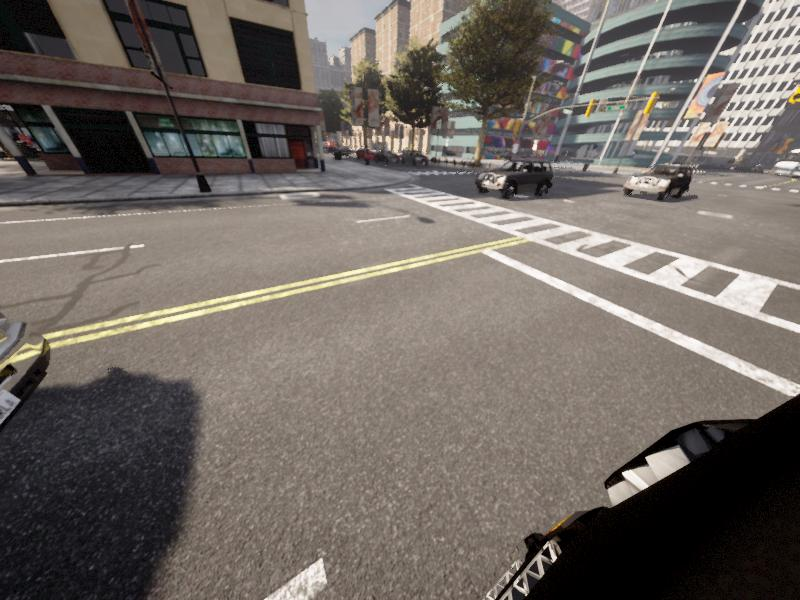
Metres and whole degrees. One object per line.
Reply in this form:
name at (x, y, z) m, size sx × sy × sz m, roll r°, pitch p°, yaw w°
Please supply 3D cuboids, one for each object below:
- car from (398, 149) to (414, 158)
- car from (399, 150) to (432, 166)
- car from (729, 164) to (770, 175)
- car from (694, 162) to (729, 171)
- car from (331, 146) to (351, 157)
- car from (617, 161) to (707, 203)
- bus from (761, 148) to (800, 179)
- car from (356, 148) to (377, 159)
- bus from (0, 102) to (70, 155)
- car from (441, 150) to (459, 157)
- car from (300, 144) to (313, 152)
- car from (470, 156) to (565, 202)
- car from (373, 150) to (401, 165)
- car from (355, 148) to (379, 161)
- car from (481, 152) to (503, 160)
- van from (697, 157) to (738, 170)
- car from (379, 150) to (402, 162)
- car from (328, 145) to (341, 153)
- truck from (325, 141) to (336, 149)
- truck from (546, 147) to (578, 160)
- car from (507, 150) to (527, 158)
car at (1.348, -32.878, 51.735) m, size 1.845 × 1.501 × 3.633 m, roll -16°, pitch 38°, yaw -26°
car at (2.042, -19.525, 31.693) m, size 2.242 × 1.667 × 4.611 m, roll -16°, pitch 38°, yaw -26°
car at (76.402, -28.709, 50.654) m, size 2.152 × 1.651 × 5.027 m, roll 11°, pitch 35°, yaw 13°
car at (78.509, -33.789, 58.389) m, size 2.152 × 1.651 × 5.027 m, roll 5°, pitch 34°, yaw 4°
car at (-11.493, -28.829, 44.863) m, size 1.837 × 1.490 × 4.892 m, roll -19°, pitch 39°, yaw -29°
car at (15.894, -7.232, 14.053) m, size 4.605 × 1.855 × 1.932 m, roll -16°, pitch 38°, yaw -26°
bus at (69.566, -23.396, 39.630) m, size 3.944 × 4.253 × 10.273 m, roll 23°, pitch 39°, yaw 27°
car at (-6.273, -27.671, 43.460) m, size 2.128 × 1.511 × 4.902 m, roll -16°, pitch 38°, yaw -26°
bus at (-41.989, -18.115, 24.342) m, size 3.944 × 4.253 × 10.273 m, roll -16°, pitch 38°, yaw -26°
car at (14.092, -41.720, 65.676) m, size 2.161 × 1.482 × 4.786 m, roll -16°, pitch 38°, yaw -26°
car at (-24.089, -39.327, 59.645) m, size 1.801 × 1.575 × 5.366 m, roll -1°, pitch 34°, yaw -5°
car at (6.431, -6.740, 12.683) m, size 4.605 × 1.855 × 1.932 m, roll -16°, pitch 38°, yaw -26°
car at (-1.890, -19.485, 31.577) m, size 1.812 × 1.442 × 4.674 m, roll -16°, pitch 38°, yaw -26°
car at (-5.266, -22.807, 36.245) m, size 2.007 × 1.525 × 4.514 m, roll -16°, pitch 38°, yaw -26°
car at (23.479, -37.050, 59.245) m, size 2.128 × 1.511 × 4.902 m, roll -16°, pitch 38°, yaw -26°
van at (82.207, -35.401, 59.926) m, size 1.988 × 2.561 × 5.915 m, roll 3°, pitch 34°, yaw 1°
car at (-1.603, -22.991, 36.906) m, size 1.994 × 1.385 × 4.181 m, roll -16°, pitch 38°, yaw -26°
car at (-16.509, -37.824, 57.878) m, size 1.851 × 1.617 × 3.988 m, roll -16°, pitch 38°, yaw -26°
truck at (-28.075, -62.364, 93.018) m, size 2.627 × 2.467 × 5.204 m, roll -16°, pitch 38°, yaw -26°
truck at (59.853, -54.342, 85.635) m, size 2.891 × 3.827 × 8.468 m, roll -16°, pitch 38°, yaw -26°
car at (39.887, -49.873, 78.884) m, size 2.435 × 2.045 × 5.566 m, roll -16°, pitch 38°, yaw -26°
